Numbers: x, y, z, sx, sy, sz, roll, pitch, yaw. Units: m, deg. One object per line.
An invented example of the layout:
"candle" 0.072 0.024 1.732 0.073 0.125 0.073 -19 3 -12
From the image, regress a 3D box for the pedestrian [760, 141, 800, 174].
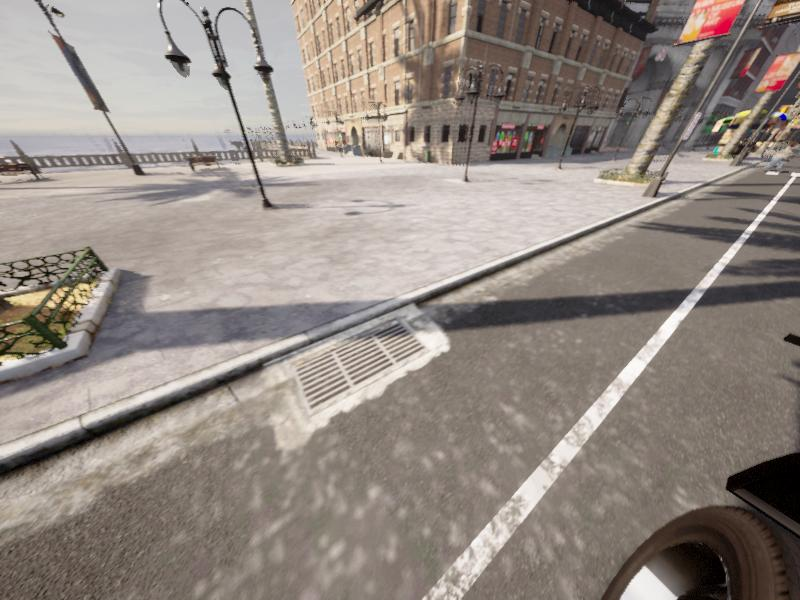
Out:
"pedestrian" 26.133 -9.772 15.826 0.751 1.860 0.751 -23 41 -28

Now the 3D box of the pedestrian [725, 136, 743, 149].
"pedestrian" 60.198 -28.417 41.606 0.751 1.860 0.751 4 36 6

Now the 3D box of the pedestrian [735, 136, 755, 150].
"pedestrian" 56.074 -25.545 37.584 0.751 1.860 0.751 7 36 10

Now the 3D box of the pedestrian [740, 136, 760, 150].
"pedestrian" 55.927 -25.076 36.925 0.751 1.860 0.751 6 36 9
